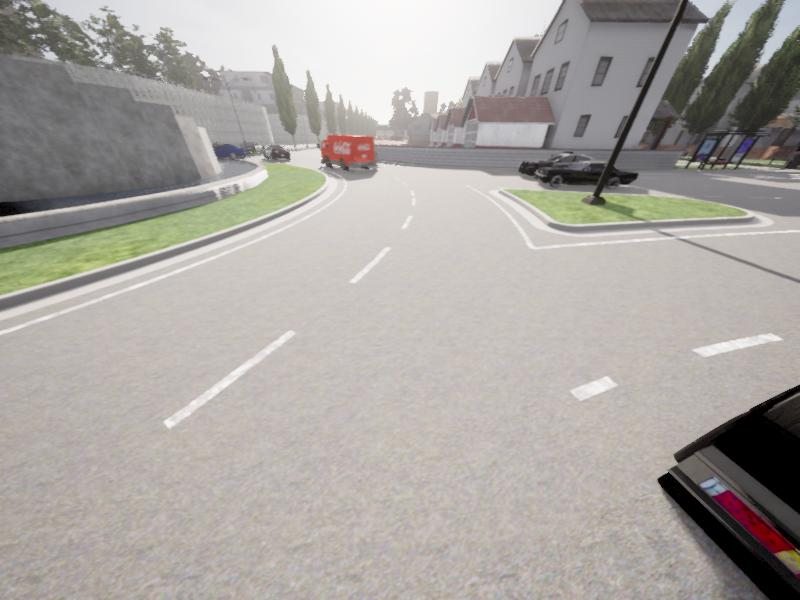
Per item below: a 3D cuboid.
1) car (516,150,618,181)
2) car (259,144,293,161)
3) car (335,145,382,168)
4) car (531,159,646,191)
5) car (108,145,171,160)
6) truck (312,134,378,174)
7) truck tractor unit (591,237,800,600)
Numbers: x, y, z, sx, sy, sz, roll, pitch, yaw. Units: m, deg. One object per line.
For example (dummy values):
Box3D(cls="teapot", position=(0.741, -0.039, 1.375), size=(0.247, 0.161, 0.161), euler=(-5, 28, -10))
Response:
Box3D(cls="car", position=(11.290, -9.437, 16.139), size=(5.238, 1.638, 1.930), euler=(7, 35, 9))
Box3D(cls="car", position=(-15.104, -17.960, 28.090), size=(2.038, 1.542, 4.974), euler=(-25, 42, -32))
Box3D(cls="car", position=(-4.200, -14.635, 23.387), size=(4.856, 1.649, 2.033), euler=(30, 44, 34))
Box3D(cls="car", position=(10.604, -7.343, 13.445), size=(4.718, 1.301, 1.895), euler=(7, 35, 9))
Box3D(cls="car", position=(-31.962, -18.241, 28.495), size=(1.895, 1.301, 4.718), euler=(17, 38, 22))
Box3D(cls="truck", position=(-4.648, -12.534, 19.669), size=(5.204, 2.467, 2.627), euler=(29, 44, 33))
Box3D(cls="truck tractor unit", position=(5.304, -0.032, 0.399), size=(6.516, 4.208, 3.053), euler=(-9, 36, -12))
